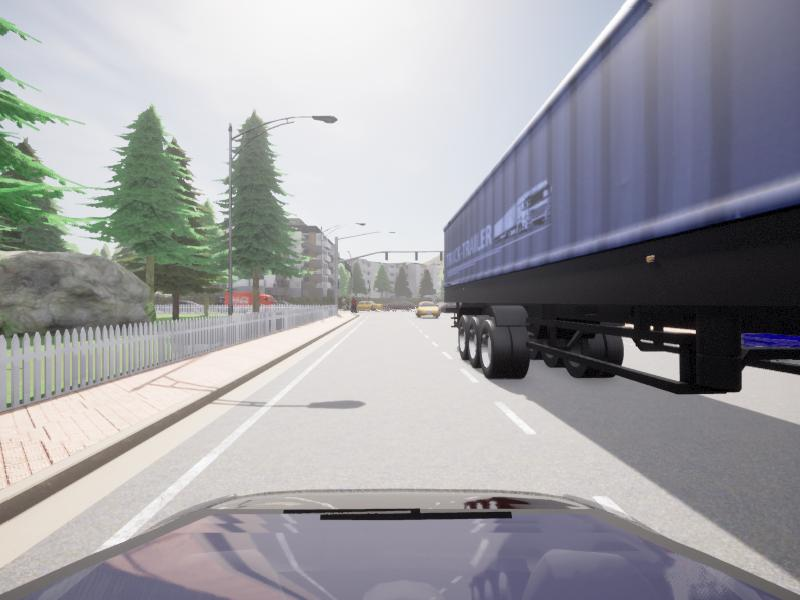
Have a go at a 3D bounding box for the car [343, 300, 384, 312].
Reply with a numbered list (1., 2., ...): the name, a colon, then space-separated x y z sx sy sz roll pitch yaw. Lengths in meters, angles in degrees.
1. car: -4.840 0.800 53.219 5.366 1.575 1.801 0 0 0

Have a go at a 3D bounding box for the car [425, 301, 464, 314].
1. car: 5.364 0.851 47.949 2.163 1.488 4.792 0 0 44

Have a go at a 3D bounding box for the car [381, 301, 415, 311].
1. car: -0.288 0.870 56.741 4.674 1.442 1.812 0 0 -1

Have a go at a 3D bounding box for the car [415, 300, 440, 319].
1. car: 2.360 0.802 35.323 1.801 1.575 5.366 0 0 -1

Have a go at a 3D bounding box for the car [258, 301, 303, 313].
1. car: -14.752 0.836 49.654 4.902 1.511 2.128 0 0 0

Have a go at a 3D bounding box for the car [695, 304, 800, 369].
1. car: 10.139 0.854 10.361 1.816 1.474 4.193 0 0 -2

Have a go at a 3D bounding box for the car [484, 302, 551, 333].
1. car: 6.283 0.851 22.018 2.163 1.488 4.792 0 0 -2

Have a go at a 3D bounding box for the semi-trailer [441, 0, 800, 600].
1. semi-trailer: 3.062 -0.618 6.799 2.717 4.402 14.254 0 0 -2

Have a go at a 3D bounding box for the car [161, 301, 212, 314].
1. car: -24.545 0.845 46.090 4.892 1.490 1.837 0 0 0

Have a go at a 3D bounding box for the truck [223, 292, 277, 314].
1. truck: -17.188 0.357 46.139 5.204 2.467 2.627 0 0 0

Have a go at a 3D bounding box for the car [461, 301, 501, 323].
1. car: 6.005 0.823 30.287 1.882 1.535 5.008 0 0 -2

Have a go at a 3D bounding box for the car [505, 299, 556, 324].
1. car: 9.528 0.778 29.605 2.033 1.649 4.856 0 0 -2

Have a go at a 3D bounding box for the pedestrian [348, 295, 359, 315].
1. pedestrian: -4.410 0.485 37.915 0.751 1.860 0.751 0 0 18
